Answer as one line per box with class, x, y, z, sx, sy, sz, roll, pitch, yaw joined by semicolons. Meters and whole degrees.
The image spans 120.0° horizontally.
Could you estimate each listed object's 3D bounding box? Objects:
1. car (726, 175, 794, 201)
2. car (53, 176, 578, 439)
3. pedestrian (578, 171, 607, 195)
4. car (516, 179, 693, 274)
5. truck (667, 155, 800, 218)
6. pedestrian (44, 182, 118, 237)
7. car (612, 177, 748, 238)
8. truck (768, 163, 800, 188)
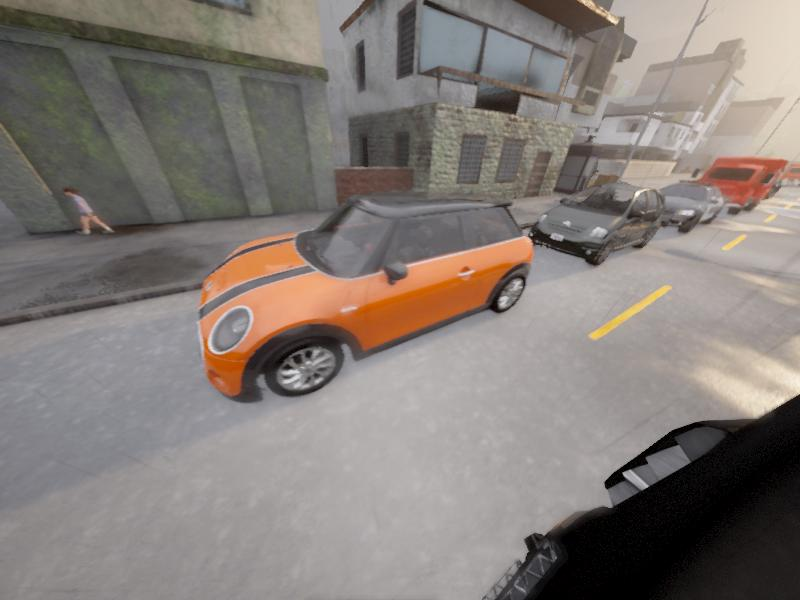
car;28.482;-8.940;18.263;5.357;1.411;2.033;-16;38;-26
car;-0.172;-0.621;3.276;4.553;1.767;2.097;-16;38;-26
pedestrian;12.297;-7.491;14.779;0.751;1.300;0.751;-16;38;-26
car;5.470;-2.216;6.262;3.988;1.617;1.851;-17;38;-26
truck;17.900;-6.252;12.461;5.204;2.467;2.627;-17;38;-26
pedestrian;-7.448;-2.135;5.457;0.500;1.100;0.500;-17;38;-27
car;11.262;-3.899;9.288;4.974;1.542;2.038;-17;38;-26
truck;50.787;-15.991;29.524;5.204;2.467;2.627;-17;38;-26
